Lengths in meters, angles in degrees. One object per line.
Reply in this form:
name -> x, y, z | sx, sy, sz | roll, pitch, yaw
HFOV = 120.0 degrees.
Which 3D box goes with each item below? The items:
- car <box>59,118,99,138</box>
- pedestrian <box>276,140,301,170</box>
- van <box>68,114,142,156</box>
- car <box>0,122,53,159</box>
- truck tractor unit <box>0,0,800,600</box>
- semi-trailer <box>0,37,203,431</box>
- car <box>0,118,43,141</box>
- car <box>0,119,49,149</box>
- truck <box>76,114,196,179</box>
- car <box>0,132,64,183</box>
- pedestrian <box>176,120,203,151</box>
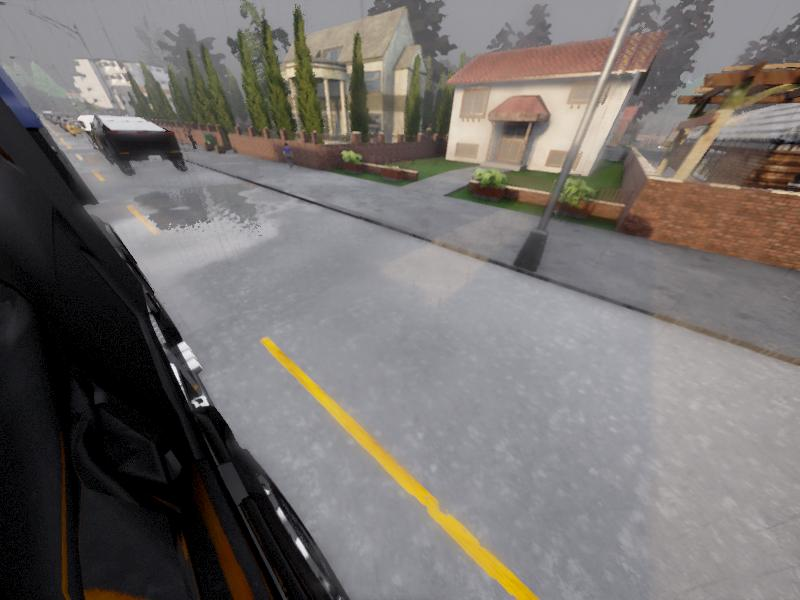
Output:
car -> -36.319, -19.515, 26.129 | 5.366, 1.575, 1.801 | 28, 44, 29
pedestrian -> -5.944, -7.757, 12.343 | 0.751, 1.300, 0.751 | -23, 44, -30
van -> -20.518, -11.540, 16.082 | 4.480, 2.038, 2.069 | 28, 44, 29
car -> -22.604, -9.420, 13.539 | 4.514, 1.525, 2.007 | 28, 44, 30
truck tractor unit -> -2.645, -0.295, 0.351 | 6.516, 4.208, 3.053 | 28, 44, 30
semi-trailer -> -8.750, -3.569, 4.177 | 14.254, 4.402, 2.717 | 28, 43, 29
car -> -34.643, -15.514, 20.967 | 4.193, 1.474, 1.816 | 27, 43, 29
car -> -27.916, -12.145, 16.846 | 4.514, 1.525, 2.007 | 28, 44, 30
truck -> -13.074, -7.727, 11.401 | 6.274, 2.098, 2.390 | 28, 43, 29
car -> -15.926, -5.887, 9.394 | 4.181, 1.385, 1.994 | 27, 43, 30
pedestrian -> -16.124, -12.618, 17.730 | 0.751, 1.860, 0.751 | 28, 43, 30
